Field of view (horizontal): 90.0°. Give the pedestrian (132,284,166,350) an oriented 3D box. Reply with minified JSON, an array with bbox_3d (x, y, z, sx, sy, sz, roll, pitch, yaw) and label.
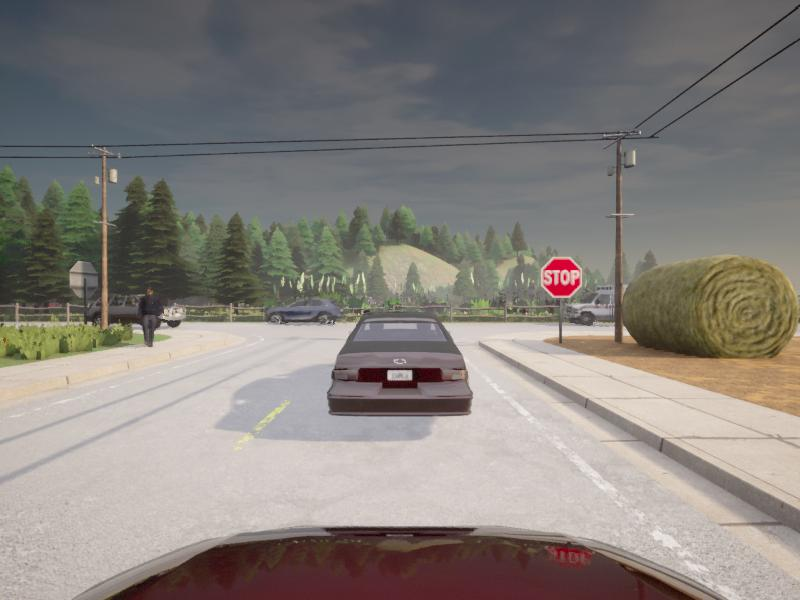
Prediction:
[{"bbox_3d":[-7.362,0.476,11.754,0.751,1.860,0.751,0,0,-24],"label":"pedestrian"}]

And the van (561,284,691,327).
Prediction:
[{"bbox_3d":[13.223,0.325,23.796,6.366,2.431,2.351,0,0,3],"label":"van"}]

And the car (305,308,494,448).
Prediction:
[{"bbox_3d":[-0.001,0.889,6.985,2.033,1.411,5.357,0,0,0],"label":"car"}]

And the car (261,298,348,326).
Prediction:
[{"bbox_3d":[-5.823,0.725,24.704,4.856,1.649,2.033,0,0,3],"label":"car"}]

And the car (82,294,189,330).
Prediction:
[{"bbox_3d":[-14.131,0.601,21.526,4.605,1.855,1.932,0,0,5],"label":"car"}]
